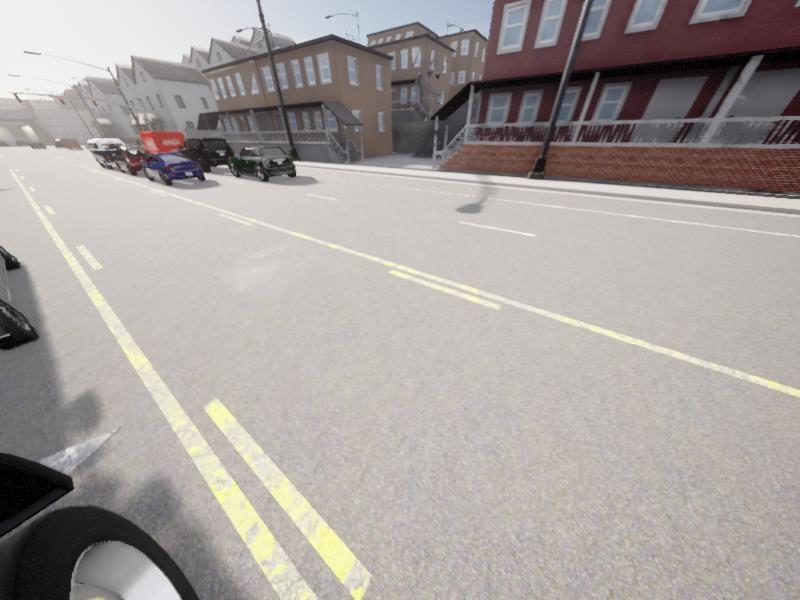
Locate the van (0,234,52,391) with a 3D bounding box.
[{"bbox_3d":[-7.193,-0.694,2.729,5.915,2.561,1.988,22,42,28],"label":"van"}]

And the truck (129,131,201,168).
[{"bbox_3d":[-20.997,-13.565,20.674,5.204,2.467,2.627,23,42,29],"label":"truck"}]

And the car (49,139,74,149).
[{"bbox_3d":[-76.497,-35.309,52.213,4.611,1.667,2.242,22,42,28],"label":"car"}]

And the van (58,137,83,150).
[{"bbox_3d":[-65.550,-31.142,45.938,4.442,1.987,1.775,22,42,28],"label":"van"}]

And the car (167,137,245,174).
[{"bbox_3d":[-14.457,-10.871,17.227,5.566,2.045,2.150,22,42,28],"label":"car"}]

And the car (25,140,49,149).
[{"bbox_3d":[-78.628,-33.616,50.004,4.514,1.525,2.007,22,42,28],"label":"car"}]

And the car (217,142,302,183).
[{"bbox_3d":[-8.484,-8.414,13.971,4.553,1.767,2.097,22,42,28],"label":"car"}]

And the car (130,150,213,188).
[{"bbox_3d":[-13.066,-7.583,13.206,4.674,1.442,1.812,22,42,28],"label":"car"}]

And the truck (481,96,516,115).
[{"bbox_3d":[21.837,-43.242,51.358,6.274,2.098,2.390,31,45,19],"label":"truck"}]

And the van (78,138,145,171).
[{"bbox_3d":[-23.778,-12.082,19.050,4.480,2.038,2.069,22,42,27],"label":"van"}]

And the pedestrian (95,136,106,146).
[{"bbox_3d":[-69.370,-36.758,53.515,0.751,1.860,0.751,21,41,26],"label":"pedestrian"}]

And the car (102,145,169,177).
[{"bbox_3d":[-18.715,-9.899,16.338,3.988,1.617,1.851,22,42,28],"label":"car"}]
